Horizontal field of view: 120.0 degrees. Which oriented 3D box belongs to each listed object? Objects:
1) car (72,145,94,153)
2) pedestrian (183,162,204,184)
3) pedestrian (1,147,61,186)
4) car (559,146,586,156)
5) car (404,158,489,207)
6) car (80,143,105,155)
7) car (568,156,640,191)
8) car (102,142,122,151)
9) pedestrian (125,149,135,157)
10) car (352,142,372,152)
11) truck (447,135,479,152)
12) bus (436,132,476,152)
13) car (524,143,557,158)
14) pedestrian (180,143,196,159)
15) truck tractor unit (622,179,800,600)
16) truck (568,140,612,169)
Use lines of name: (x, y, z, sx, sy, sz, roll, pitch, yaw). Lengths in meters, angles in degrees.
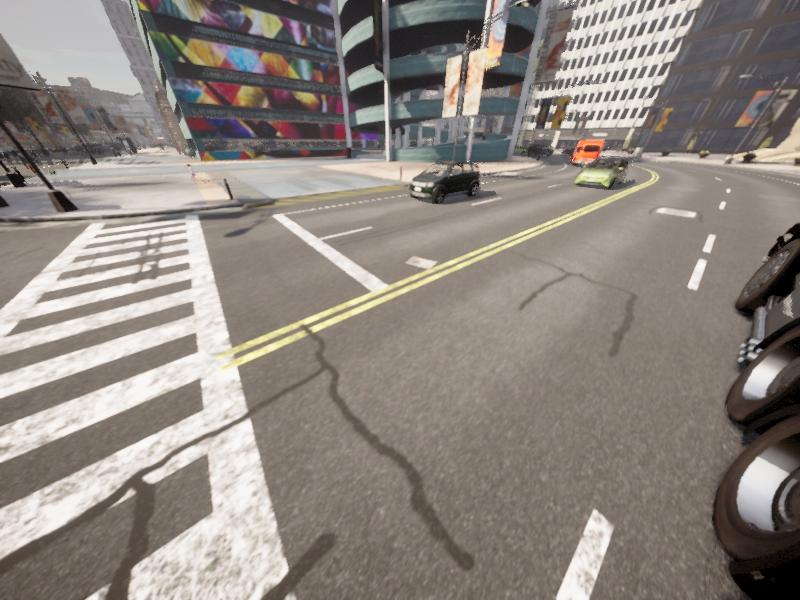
car: (-73.184, -34.957, 53.419, 1.837, 1.490, 4.892, -25, 41, -31)
pedestrian: (-12.444, -7.689, 13.947, 0.500, 1.100, 0.500, -19, 39, -26)
pedestrian: (-20.522, -7.459, 12.916, 0.751, 1.860, 0.751, -17, 38, -23)
car: (35.057, -30.470, 47.126, 1.851, 1.617, 3.988, -6, 35, -8)
car: (2.212, -5.707, 11.009, 3.705, 1.549, 1.789, -25, 42, -31)
car: (-62.580, -30.824, 47.105, 1.932, 1.855, 4.605, -25, 41, -31)
car: (12.782, -8.007, 14.424, 4.514, 1.525, 2.007, -26, 42, -32)
car: (-77.508, -41.362, 62.259, 2.150, 2.045, 5.566, -25, 41, -31)
pedestrian: (-41.757, -22.720, 35.743, 0.500, 1.100, 0.500, -20, 39, -27)
car: (-9.514, -38.323, 57.689, 2.435, 2.045, 5.566, -25, 42, -31)
truck: (17.900, -45.192, 66.544, 2.891, 3.827, 8.468, -25, 42, -31)
bus: (15.254, -44.177, 64.680, 3.944, 4.253, 10.273, -25, 42, -31)
car: (25.477, -27.331, 42.138, 2.150, 2.045, 5.566, -3, 35, -5)
pedestrian: (-29.686, -20.828, 32.354, 0.751, 1.860, 0.751, 20, 39, 27)
truck tractor unit: (4.956, -0.430, 0.977, 6.516, 4.208, 3.053, -24, 41, -30)
truck: (20.852, -16.295, 25.678, 2.627, 2.467, 5.204, 18, 39, 24)
